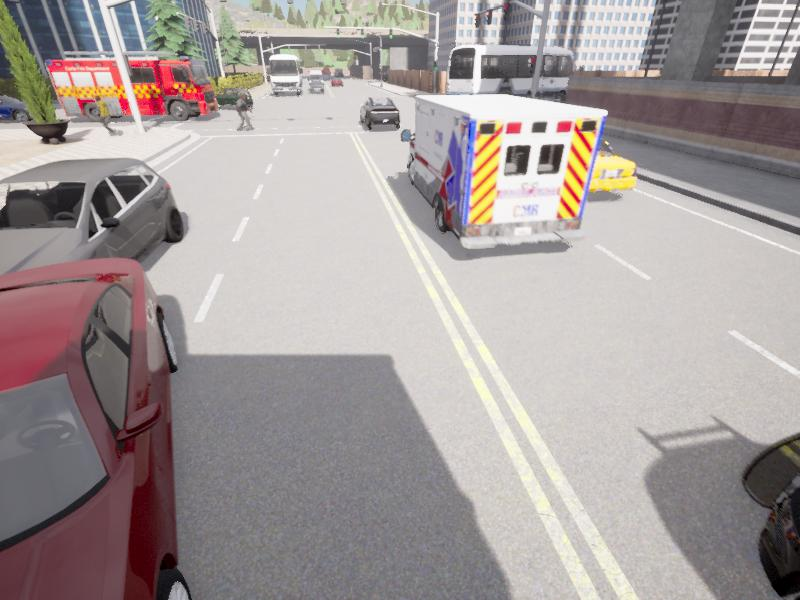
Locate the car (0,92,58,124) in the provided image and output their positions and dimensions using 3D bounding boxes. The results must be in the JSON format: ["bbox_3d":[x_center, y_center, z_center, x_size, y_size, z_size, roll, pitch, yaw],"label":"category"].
[{"bbox_3d":[-24.911,-11.962,24.913,4.856,1.649,2.033,-5,31,-10],"label":"car"}]

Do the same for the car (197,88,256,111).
[{"bbox_3d":[-13.895,-16.163,32.163,3.705,1.549,1.789,3,30,6],"label":"car"}]

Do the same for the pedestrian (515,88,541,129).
[{"bbox_3d":[6.723,-10.092,21.084,0.751,1.860,0.751,-21,36,-31],"label":"pedestrian"}]

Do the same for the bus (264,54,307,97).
[{"bbox_3d":[-13.925,-27.979,49.720,3.944,4.253,10.273,-5,31,-9],"label":"bus"}]

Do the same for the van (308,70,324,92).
[{"bbox_3d":[-12.169,-31.899,58.124,1.988,2.561,5.915,-5,31,-9],"label":"van"}]

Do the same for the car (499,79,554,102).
[{"bbox_3d":[12.677,-21.115,40.275,4.605,1.855,1.932,-4,31,-7],"label":"car"}]

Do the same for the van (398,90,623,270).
[{"bbox_3d":[1.658,-3.266,9.194,2.351,2.431,6.366,-5,31,-9],"label":"van"}]

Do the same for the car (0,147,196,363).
[{"bbox_3d":[-5.233,-1.105,6.272,2.242,1.667,4.611,-5,30,-8],"label":"car"}]

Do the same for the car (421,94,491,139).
[{"bbox_3d":[2.762,-9.767,21.075,2.242,1.667,4.611,-5,31,-9],"label":"car"}]

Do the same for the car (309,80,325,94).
[{"bbox_3d":[-10.775,-27.579,51.812,1.812,1.442,4.674,-5,31,-9],"label":"car"}]

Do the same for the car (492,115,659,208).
[{"bbox_3d":[4.692,-4.359,11.899,1.801,1.575,5.366,-5,31,-9],"label":"car"}]

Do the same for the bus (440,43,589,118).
[{"bbox_3d":[8.413,-16.274,29.654,10.273,4.253,3.944,-16,33,-25],"label":"bus"}]

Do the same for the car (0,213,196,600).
[{"bbox_3d":[-2.767,0.965,2.837,1.882,1.535,5.008,-15,33,-24],"label":"car"}]

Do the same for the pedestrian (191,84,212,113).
[{"bbox_3d":[-14.805,-15.061,29.928,0.751,1.860,0.751,3,30,6],"label":"pedestrian"}]

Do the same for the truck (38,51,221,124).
[{"bbox_3d":[-16.564,-13.505,25.368,8.468,3.827,2.891,-3,30,-5],"label":"truck"}]

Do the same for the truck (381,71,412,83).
[{"bbox_3d":[-0.736,-46.967,84.221,6.274,2.098,2.390,-5,31,-9],"label":"truck"}]

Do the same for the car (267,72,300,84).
[{"bbox_3d":[-23.059,-43.970,79.255,5.566,2.045,2.150,8,30,14],"label":"car"}]

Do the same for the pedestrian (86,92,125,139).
[{"bbox_3d":[-13.439,-8.440,18.290,0.751,1.860,0.751,-10,32,-16],"label":"pedestrian"}]

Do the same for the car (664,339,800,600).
[{"bbox_3d":[3.489,2.177,0.653,1.930,1.638,5.238,-5,31,-9],"label":"car"}]

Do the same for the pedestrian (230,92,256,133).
[{"bbox_3d":[-8.191,-9.801,20.912,0.751,1.860,0.751,0,30,-1],"label":"pedestrian"}]

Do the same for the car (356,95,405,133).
[{"bbox_3d":[-1.201,-10.834,23.064,2.128,1.511,4.902,-5,31,-9],"label":"car"}]

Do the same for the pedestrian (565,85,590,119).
[{"bbox_3d":[10.939,-12.215,24.713,0.751,1.860,0.751,-3,30,-5],"label":"pedestrian"}]
